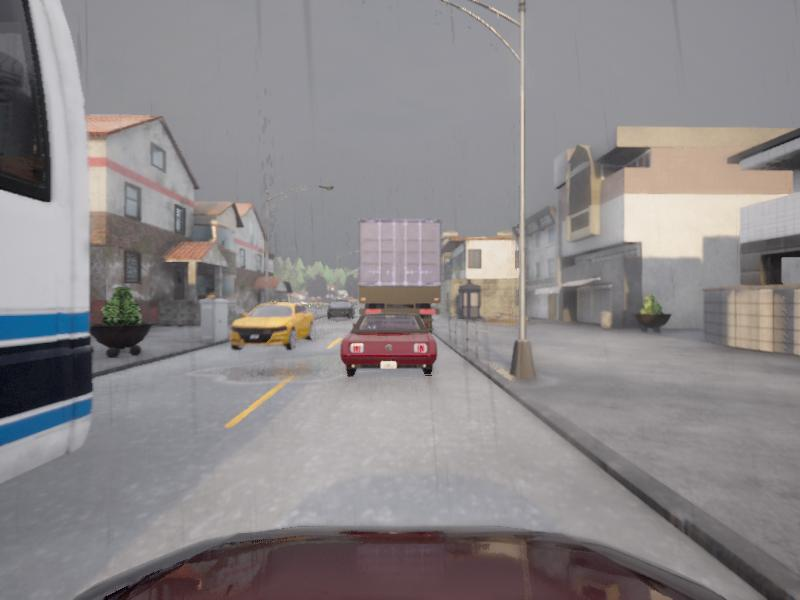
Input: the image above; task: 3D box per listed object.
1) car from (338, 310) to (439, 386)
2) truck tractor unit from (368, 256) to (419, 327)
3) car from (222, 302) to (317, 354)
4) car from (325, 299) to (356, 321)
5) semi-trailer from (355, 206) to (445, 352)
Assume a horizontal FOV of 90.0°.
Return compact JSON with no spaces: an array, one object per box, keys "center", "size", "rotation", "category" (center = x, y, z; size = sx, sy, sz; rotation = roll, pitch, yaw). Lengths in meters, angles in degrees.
[{"center":[-0.244,0.949,9.847],"size":[1.895,1.301,4.718],"rotation":[0,0,-1],"category":"car"},{"center":[-0.533,-0.523,27.134],"size":[3.053,4.208,6.516],"rotation":[0,0,-3],"category":"truck tractor unit"},{"center":[-4.353,0.823,14.296],"size":[1.882,1.535,5.008],"rotation":[0,0,-1],"category":"car"},{"center":[-4.865,0.772,33.241],"size":[1.930,1.638,5.238],"rotation":[0,0,-2],"category":"car"},{"center":[-0.231,-0.616,19.228],"size":[2.717,4.402,14.254],"rotation":[0,0,-2],"category":"semi-trailer"}]
